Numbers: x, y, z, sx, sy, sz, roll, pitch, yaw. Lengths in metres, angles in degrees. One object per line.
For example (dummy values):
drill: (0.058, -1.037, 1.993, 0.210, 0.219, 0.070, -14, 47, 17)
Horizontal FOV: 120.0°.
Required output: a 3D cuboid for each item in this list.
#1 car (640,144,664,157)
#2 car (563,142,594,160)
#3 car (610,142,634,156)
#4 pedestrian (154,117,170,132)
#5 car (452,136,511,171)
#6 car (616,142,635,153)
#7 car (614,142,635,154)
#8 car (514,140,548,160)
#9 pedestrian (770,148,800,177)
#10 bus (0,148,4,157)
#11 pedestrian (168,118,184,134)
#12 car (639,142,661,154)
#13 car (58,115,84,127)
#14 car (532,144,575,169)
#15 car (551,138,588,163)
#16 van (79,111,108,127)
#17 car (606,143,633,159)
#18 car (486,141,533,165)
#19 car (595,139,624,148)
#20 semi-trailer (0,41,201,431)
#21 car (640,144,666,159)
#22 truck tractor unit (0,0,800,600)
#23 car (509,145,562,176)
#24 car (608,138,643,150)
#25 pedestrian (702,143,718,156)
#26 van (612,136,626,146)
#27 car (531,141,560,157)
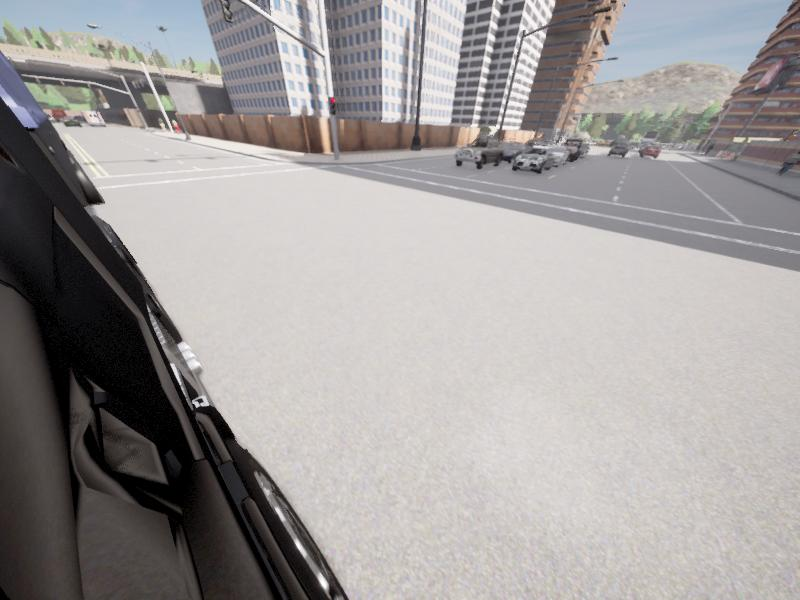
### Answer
car: (38.969, -23.206, 35.851, 1.970, 1.475, 3.806, 28, 44, 30)
car: (21.357, -17.841, 27.570, 1.837, 1.490, 4.892, 29, 44, 30)
car: (34.661, -23.600, 35.982, 2.033, 1.649, 4.856, 28, 44, 30)
pedestrian: (-36.052, -26.563, 34.997, 0.751, 1.860, 0.751, 25, 42, 27)
car: (6.056, -10.905, 17.028, 1.932, 1.855, 4.605, 30, 45, 32)
car: (43.355, -29.389, 44.366, 2.007, 1.525, 4.514, 28, 44, 30)
car: (39.125, -26.559, 40.298, 2.007, 1.525, 4.514, 28, 44, 30)
car: (14.199, -16.309, 24.982, 1.851, 1.617, 3.988, 28, 44, 30)
pedestrian: (30.975, -10.906, 18.305, 0.751, 1.860, 0.751, 30, 45, 32)
bus: (-21.760, -7.847, 9.225, 10.273, 4.253, 3.944, 28, 44, 30)
pedestrian: (-32.090, -24.916, 33.085, 0.751, 1.860, 0.751, 22, 41, 23)
car: (47.994, -29.291, 44.493, 2.242, 1.667, 4.611, 28, 44, 30)
car: (-59.009, -31.991, 41.378, 4.974, 1.542, 2.038, 28, 44, 30)
car: (13.260, -12.384, 19.818, 1.812, 1.442, 4.674, 28, 44, 30)
car: (17.214, -15.213, 23.470, 1.905, 1.878, 3.866, 28, 44, 30)
van: (-62.508, -36.942, 47.067, 6.366, 2.431, 2.351, 28, 44, 30)
car: (30.274, -20.609, 31.810, 2.128, 1.511, 4.902, 28, 44, 30)
car: (10.013, -13.444, 21.000, 2.163, 1.488, 4.792, 28, 44, 30)
car: (53.820, -40.237, 59.475, 5.366, 1.575, 1.801, 28, 44, 30)
semi-trailer: (-8.684, -3.613, 4.247, 14.254, 4.402, 2.717, 28, 44, 30)
car: (35.219, -20.718, 32.228, 1.789, 1.549, 3.705, 28, 44, 30)
truck tractor unit: (-2.645, -0.295, 0.351, 6.516, 4.208, 3.053, 28, 44, 30)
car: (9.560, -9.901, 16.241, 1.970, 1.475, 3.806, 29, 44, 30)
car: (54.090, -37.549, 55.486, 5.566, 2.045, 2.150, 28, 44, 30)
pedestrian: (54.142, -26.363, 40.400, 0.751, 1.860, 0.751, 29, 44, 31)
van: (70.626, -51.354, 74.507, 1.988, 2.561, 5.915, 28, 44, 30)
car: (18.213, -18.948, 28.869, 1.816, 1.474, 4.193, 28, 44, 30)
